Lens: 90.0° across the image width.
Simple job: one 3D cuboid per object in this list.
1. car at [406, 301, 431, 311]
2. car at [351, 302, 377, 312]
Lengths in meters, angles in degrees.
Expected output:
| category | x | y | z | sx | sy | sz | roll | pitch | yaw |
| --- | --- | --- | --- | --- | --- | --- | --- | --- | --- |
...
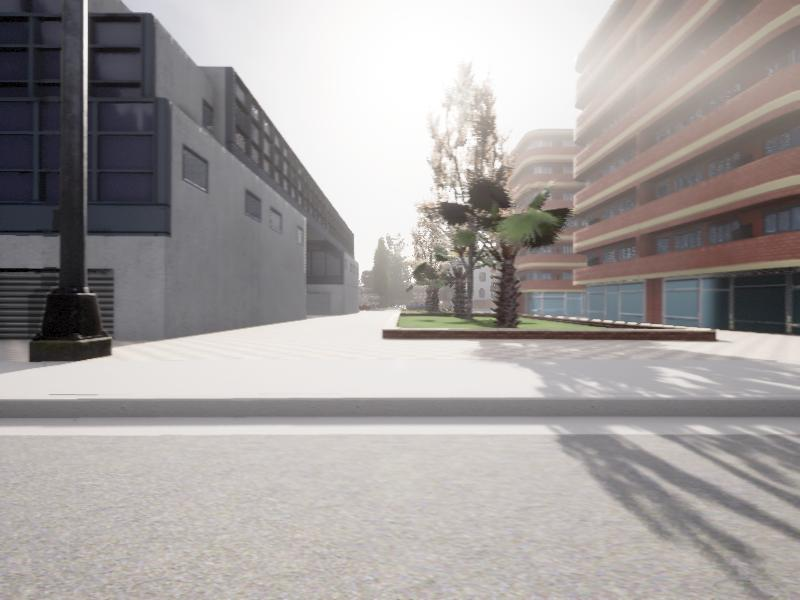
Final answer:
| category | x | y | z | sx | sy | sz | roll | pitch | yaw |
| --- | --- | --- | --- | --- | --- | --- | --- | --- | --- |
| car | 3.054 | 1.023 | 66.461 | 3.988 | 1.617 | 1.851 | 0 | 0 | 0 |
| car | -5.645 | 1.052 | 62.930 | 3.806 | 1.475 | 1.970 | 0 | 0 | 0 |
